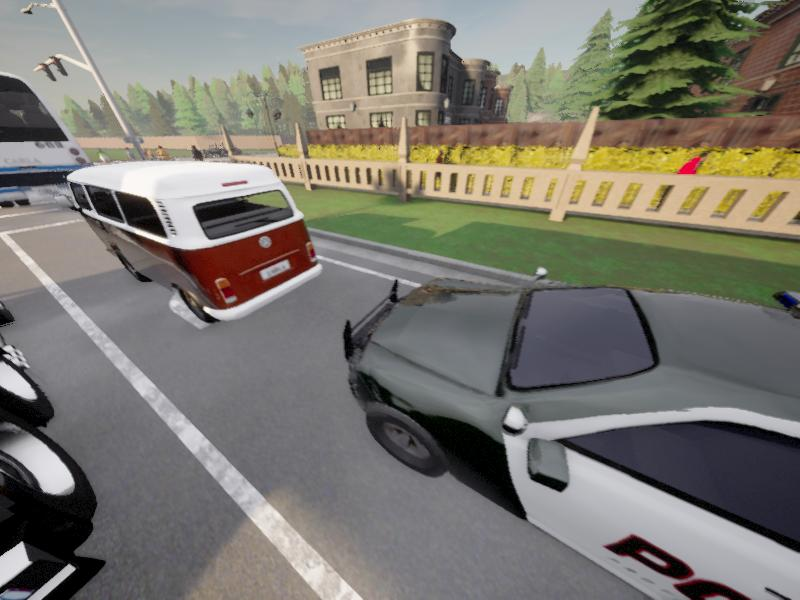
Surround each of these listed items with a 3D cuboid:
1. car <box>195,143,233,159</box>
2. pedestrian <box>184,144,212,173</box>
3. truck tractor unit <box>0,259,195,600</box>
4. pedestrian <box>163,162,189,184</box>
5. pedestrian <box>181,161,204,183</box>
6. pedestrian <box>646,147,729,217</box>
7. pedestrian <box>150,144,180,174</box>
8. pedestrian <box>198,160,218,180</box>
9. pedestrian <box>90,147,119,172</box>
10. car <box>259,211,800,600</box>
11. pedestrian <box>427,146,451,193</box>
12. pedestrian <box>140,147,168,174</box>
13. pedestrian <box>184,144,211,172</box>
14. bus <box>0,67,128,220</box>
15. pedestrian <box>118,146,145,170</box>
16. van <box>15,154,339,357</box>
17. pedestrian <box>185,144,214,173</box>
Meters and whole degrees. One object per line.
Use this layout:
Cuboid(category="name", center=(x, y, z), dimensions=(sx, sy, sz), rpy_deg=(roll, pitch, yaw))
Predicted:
Cuboid(category="car", center=(-29.020, -23.400, 36.223), dimensions=(1.905, 1.878, 3.866), rpy_deg=(19, 39, 25))
Cuboid(category="pedestrian", center=(-15.895, -11.164, 18.245), dimensions=(0.751, 1.860, 0.751), rpy_deg=(4, 35, 6))
Cuboid(category="truck tractor unit", center=(-5.106, -0.305, 0.797), dimensions=(6.516, 4.208, 3.053), rpy_deg=(19, 39, 25))
Cuboid(category="pedestrian", center=(-13.043, -7.395, 13.469), dimensions=(0.500, 1.100, 0.500), rpy_deg=(-5, 35, -7))
Cuboid(category="pedestrian", center=(-12.648, -7.836, 14.099), dimensions=(0.500, 1.100, 0.500), rpy_deg=(19, 39, 25))
Cuboid(category="pedestrian", center=(9.029, -3.761, 7.390), dimensions=(0.751, 1.860, 0.751), rpy_deg=(17, 39, 24))
Cuboid(category="pedestrian", center=(-17.714, -10.623, 17.443), dimensions=(0.751, 1.860, 0.751), rpy_deg=(21, 40, 28))
Cuboid(category="pedestrian", center=(-12.390, -8.417, 14.932), dimensions=(0.500, 1.100, 0.500), rpy_deg=(20, 40, 27))
Cuboid(category="pedestrian", center=(-26.559, -12.681, 20.783), dimensions=(0.751, 1.860, 0.751), rpy_deg=(20, 40, 27))
Cuboid(category="car", center=(1.759, 0.720, 1.612), dimensions=(4.974, 1.542, 2.038), rpy_deg=(18, 39, 25))
Cuboid(category="pedestrian", center=(1.812, -6.138, 10.869), dimensions=(0.751, 1.860, 0.751), rpy_deg=(19, 39, 26))
Cuboid(category="pedestrian", center=(-20.326, -11.548, 19.101), dimensions=(0.751, 1.860, 0.751), rpy_deg=(24, 41, 30))
Cuboid(category="pedestrian", center=(-16.313, -11.451, 18.661), dimensions=(0.751, 1.860, 0.751), rpy_deg=(-8, 36, -11))
Cuboid(category="bus", center=(-17.503, -6.946, 10.413), dimensions=(10.273, 4.253, 3.944), rpy_deg=(23, 41, 30))
Cuboid(category="pedestrian", center=(-25.435, -13.482, 21.925), dimensions=(0.751, 1.860, 0.751), rpy_deg=(15, 38, 21))
Cuboid(category="van", center=(-3.643, -1.256, 4.051), dimensions=(4.480, 2.038, 2.069), rpy_deg=(18, 39, 24))
Cuboid(category="pedestrian", center=(-15.499, -10.932, 17.908), dimensions=(0.751, 1.860, 0.751), rpy_deg=(13, 37, 18))
